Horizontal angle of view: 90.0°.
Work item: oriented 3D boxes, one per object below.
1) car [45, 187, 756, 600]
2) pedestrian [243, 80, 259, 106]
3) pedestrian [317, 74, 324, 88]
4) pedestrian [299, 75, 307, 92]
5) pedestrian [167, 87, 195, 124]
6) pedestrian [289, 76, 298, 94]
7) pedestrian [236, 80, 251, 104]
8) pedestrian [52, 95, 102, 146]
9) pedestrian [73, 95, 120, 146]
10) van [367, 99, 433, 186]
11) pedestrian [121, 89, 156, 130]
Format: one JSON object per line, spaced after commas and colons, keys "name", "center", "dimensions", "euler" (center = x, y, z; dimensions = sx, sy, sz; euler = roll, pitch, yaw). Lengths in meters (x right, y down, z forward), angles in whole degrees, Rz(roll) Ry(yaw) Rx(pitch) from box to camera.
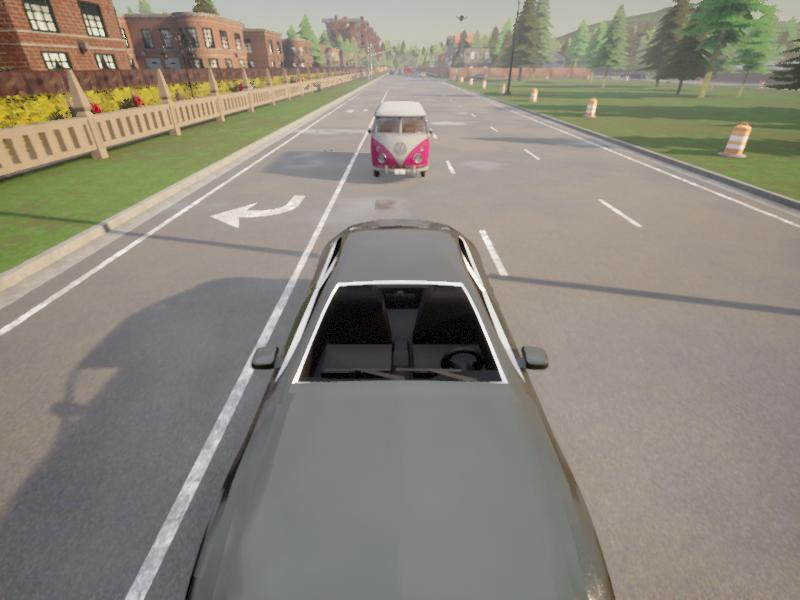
{"name": "car", "center": [0.001, 0.463, 3.606], "dimensions": [2.152, 1.651, 5.027], "euler": [0, 30, 0]}
{"name": "pedestrian", "center": [-12.331, -17.199, 33.239], "dimensions": [0.751, 1.860, 0.751], "euler": [0, 30, 0]}
{"name": "pedestrian", "center": [-12.203, -33.830, 61.694], "dimensions": [0.751, 1.860, 0.751], "euler": [0, 30, 0]}
{"name": "pedestrian", "center": [-12.601, -28.159, 51.992], "dimensions": [0.751, 1.860, 0.751], "euler": [0, 30, -1]}
{"name": "pedestrian", "center": [-12.365, -11.017, 22.660], "dimensions": [0.751, 1.860, 0.751], "euler": [0, 30, 0]}
{"name": "pedestrian", "center": [-12.519, -25.267, 47.043], "dimensions": [0.751, 1.860, 0.751], "euler": [-2, 30, -4]}
{"name": "pedestrian", "center": [-13.473, -17.928, 34.486], "dimensions": [0.751, 1.860, 0.751], "euler": [0, 30, 0]}
{"name": "pedestrian", "center": [-13.172, -7.328, 16.349], "dimensions": [0.751, 1.860, 0.751], "euler": [2, 30, 3]}
{"name": "pedestrian", "center": [-12.391, -7.355, 16.395], "dimensions": [0.751, 1.860, 0.751], "euler": [0, 30, 0]}
{"name": "van", "center": [0.001, -5.319, 13.136], "dimensions": [1.775, 1.987, 4.442], "euler": [0, 30, 0]}
{"name": "pedestrian", "center": [-13.479, -9.864, 20.687], "dimensions": [0.751, 1.860, 0.751], "euler": [1, 30, 2]}
